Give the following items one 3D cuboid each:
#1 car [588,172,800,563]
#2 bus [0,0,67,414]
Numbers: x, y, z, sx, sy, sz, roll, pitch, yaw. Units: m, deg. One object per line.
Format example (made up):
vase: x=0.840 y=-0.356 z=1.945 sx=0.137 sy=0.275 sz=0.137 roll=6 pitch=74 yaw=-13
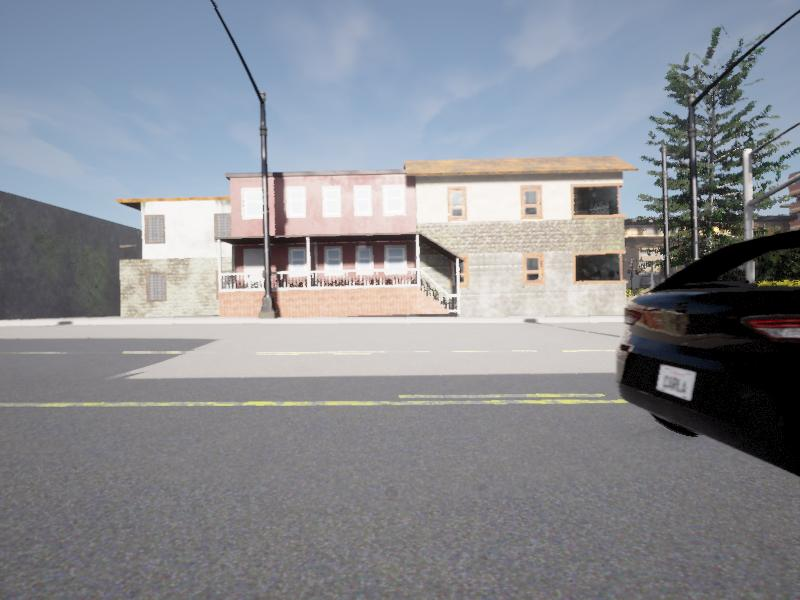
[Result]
car: x=3.587 y=0.252 z=2.262 sx=4.193 sy=1.474 sz=1.816 roll=0 pitch=0 yaw=-1
bus: x=-8.589 y=-1.123 z=2.107 sx=10.273 sy=4.253 sz=3.944 roll=0 pitch=0 yaw=-1
